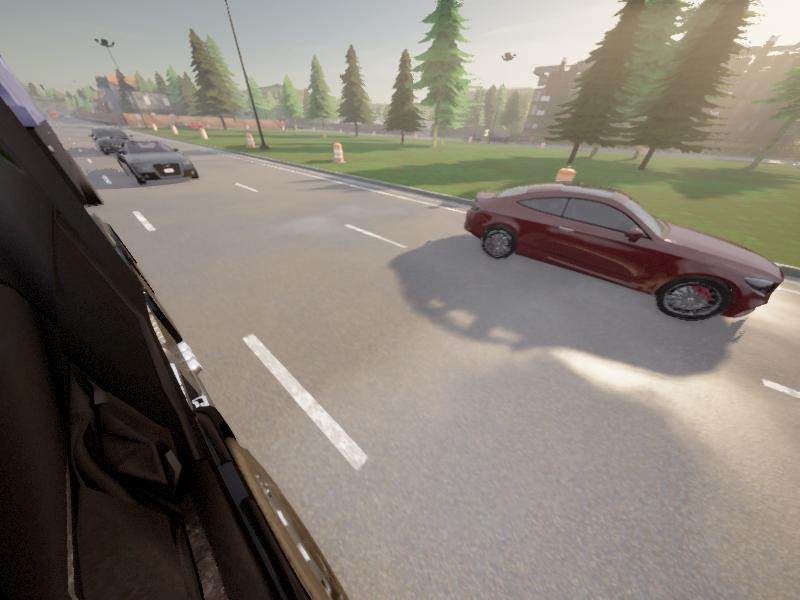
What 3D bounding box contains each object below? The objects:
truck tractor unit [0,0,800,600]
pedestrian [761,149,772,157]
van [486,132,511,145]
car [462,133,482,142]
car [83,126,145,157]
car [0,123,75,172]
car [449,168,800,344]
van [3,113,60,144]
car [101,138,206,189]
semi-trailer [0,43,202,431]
[{"bbox_3d":[-2.645,-0.295,0.351,6.516,4.208,3.053,28,44,30],"label":"truck tractor unit"},{"bbox_3d":[64.751,-25.962,40.794,0.500,1.100,0.500,29,44,31],"label":"pedestrian"},{"bbox_3d":[21.167,-34.873,49.771,4.442,1.987,1.775,28,44,30],"label":"van"},{"bbox_3d":[17.505,-39.391,55.967,3.988,1.617,1.851,28,44,30],"label":"car"},{"bbox_3d":[-19.880,-11.062,16.034,4.892,1.490,1.837,28,44,30],"label":"car"},{"bbox_3d":[-18.940,-7.864,11.708,5.027,1.651,2.152,28,44,30],"label":"car"},{"bbox_3d":[3.562,-1.331,4.411,4.674,1.442,1.812,28,44,30],"label":"car"},{"bbox_3d":[-32.478,-15.279,20.539,4.442,1.987,1.775,29,44,31],"label":"van"},{"bbox_3d":[-10.582,-6.010,9.919,4.181,1.385,1.994,27,43,29],"label":"car"},{"bbox_3d":[-8.709,-3.584,4.237,14.254,4.402,2.717,28,44,30],"label":"semi-trailer"}]
